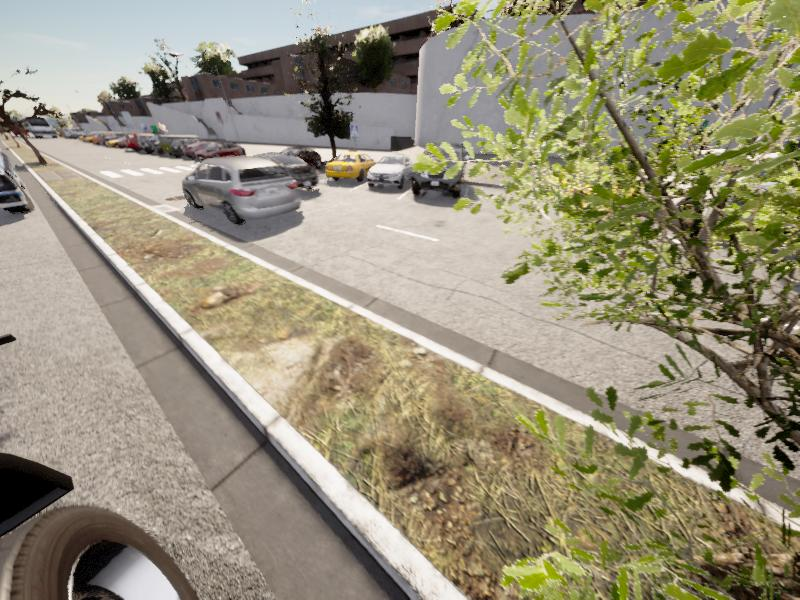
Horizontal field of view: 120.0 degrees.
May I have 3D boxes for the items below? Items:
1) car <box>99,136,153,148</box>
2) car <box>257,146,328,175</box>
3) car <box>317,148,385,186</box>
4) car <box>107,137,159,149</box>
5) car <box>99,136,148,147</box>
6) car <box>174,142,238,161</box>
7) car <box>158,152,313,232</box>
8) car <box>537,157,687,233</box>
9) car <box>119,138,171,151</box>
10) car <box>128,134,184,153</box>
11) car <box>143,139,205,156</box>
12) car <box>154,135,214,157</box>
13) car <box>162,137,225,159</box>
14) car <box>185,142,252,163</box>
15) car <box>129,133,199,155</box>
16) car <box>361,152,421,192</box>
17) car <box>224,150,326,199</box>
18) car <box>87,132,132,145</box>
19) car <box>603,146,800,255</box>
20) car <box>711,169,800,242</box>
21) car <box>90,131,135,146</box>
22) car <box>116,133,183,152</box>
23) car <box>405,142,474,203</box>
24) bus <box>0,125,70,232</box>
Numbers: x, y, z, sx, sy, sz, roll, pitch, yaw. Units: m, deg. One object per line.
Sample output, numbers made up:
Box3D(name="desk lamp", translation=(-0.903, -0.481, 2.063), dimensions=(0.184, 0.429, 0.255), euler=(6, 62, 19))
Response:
Box3D(name="car", translation=(-44.399, -25.785, 37.684), dimensions=(1.946, 1.575, 5.366), euler=(10, 36, 11))
Box3D(name="car", translation=(-7.674, -10.433, 17.142), dimensions=(2.163, 1.488, 4.792), euler=(10, 36, 11))
Box3D(name="car", translation=(-2.714, -8.522, 14.520), dimensions=(1.946, 1.575, 5.366), euler=(9, 36, 12))
Box3D(name="car", translation=(-41.922, -24.807, 36.459), dimensions=(2.163, 1.488, 4.792), euler=(10, 36, 11))
Box3D(name="car", translation=(-46.796, -26.919, 39.243), dimensions=(2.163, 1.488, 4.792), euler=(10, 36, 11))
Box3D(name="car", translation=(-19.952, -15.586, 24.101), dimensions=(2.002, 1.452, 4.674), euler=(10, 36, 12))
Box3D(name="car", translation=(-5.546, -3.920, 7.872), dimensions=(4.611, 1.667, 2.242), euler=(23, 41, 28))
Box3D(name="car", translation=(7.025, -4.240, 8.649), dimensions=(1.946, 1.575, 5.366), euler=(10, 36, 12))
Box3D(name="car", translation=(-37.035, -22.751, 33.742), dimensions=(2.002, 1.452, 4.674), euler=(10, 36, 12))
Box3D(name="car", translation=(-32.170, -20.854, 30.745), dimensions=(1.878, 1.987, 4.442), euler=(10, 36, 11))
Box3D(name="car", translation=(-27.272, -18.684, 28.209), dimensions=(2.231, 1.521, 4.892), euler=(9, 36, 12))
Box3D(name="car", translation=(-24.797, -17.915, 26.800), dimensions=(1.878, 1.987, 4.442), euler=(9, 36, 12))
Box3D(name="car", translation=(-22.395, -16.729, 25.362), dimensions=(2.185, 1.767, 4.553), euler=(9, 36, 12))
Box3D(name="car", translation=(-17.495, -14.550, 22.687), dimensions=(2.163, 1.488, 4.792), euler=(10, 36, 11))
Box3D(name="car", translation=(-29.706, -19.900, 29.423), dimensions=(2.435, 2.045, 5.566), euler=(10, 36, 11))
Box3D(name="car", translation=(-0.297, -7.362, 13.009), dimensions=(2.002, 1.452, 4.674), euler=(10, 36, 12))
Box3D(name="car", translation=(-6.094, -6.223, 11.216), dimensions=(4.892, 1.490, 1.837), euler=(23, 41, 27))
Box3D(name="car", translation=(-54.128, -30.160, 43.184), dimensions=(2.185, 1.767, 4.553), euler=(10, 36, 11))
Box3D(name="car", translation=(9.537, -3.550, 7.276), dimensions=(2.435, 2.045, 5.566), euler=(9, 35, 12))
Box3D(name="car", translation=(11.988, -2.316, 6.033), dimensions=(2.163, 1.488, 4.792), euler=(9, 35, 12))
Box3D(name="car", translation=(-51.695, -29.137, 41.697), dimensions=(1.878, 1.987, 4.442), euler=(11, 36, 11))
Box3D(name="car", translation=(-34.582, -21.980, 32.226), dimensions=(2.435, 2.045, 5.566), euler=(10, 36, 12))
Box3D(name="car", translation=(2.161, -6.556, 11.423), dimensions=(2.435, 2.045, 5.566), euler=(10, 36, 12))
Box3D(name="bus", translation=(-16.198, -5.402, 7.471), dimensions=(10.273, 4.253, 3.944), euler=(26, 42, 27))
